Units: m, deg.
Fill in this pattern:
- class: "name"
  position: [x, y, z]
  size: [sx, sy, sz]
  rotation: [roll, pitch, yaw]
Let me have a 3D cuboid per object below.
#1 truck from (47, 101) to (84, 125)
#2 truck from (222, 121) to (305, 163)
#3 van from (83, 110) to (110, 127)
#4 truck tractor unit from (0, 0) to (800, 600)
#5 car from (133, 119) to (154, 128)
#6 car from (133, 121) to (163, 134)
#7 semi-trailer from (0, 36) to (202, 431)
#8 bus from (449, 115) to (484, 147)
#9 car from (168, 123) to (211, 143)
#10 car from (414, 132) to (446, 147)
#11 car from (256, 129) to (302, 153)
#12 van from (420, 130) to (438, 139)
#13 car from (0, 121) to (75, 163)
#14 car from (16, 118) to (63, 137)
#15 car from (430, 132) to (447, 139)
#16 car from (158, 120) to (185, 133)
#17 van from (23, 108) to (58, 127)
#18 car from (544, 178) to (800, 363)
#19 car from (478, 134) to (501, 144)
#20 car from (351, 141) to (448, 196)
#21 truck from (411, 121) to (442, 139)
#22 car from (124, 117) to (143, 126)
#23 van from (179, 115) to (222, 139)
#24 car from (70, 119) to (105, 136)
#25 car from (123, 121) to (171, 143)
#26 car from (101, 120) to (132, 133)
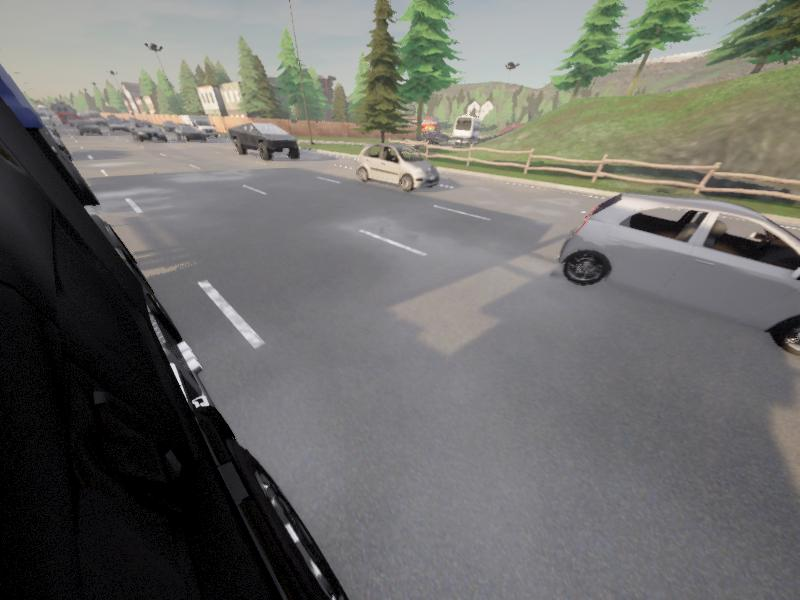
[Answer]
- class: "truck"
  position: [-73.356, -40.938, 50.673]
  size: [8.468, 3.827, 2.891]
  rotation: [28, 44, 30]
- class: "truck"
  position: [-10.009, -11.631, 16.868]
  size: [6.274, 2.098, 2.390]
  rotation: [28, 44, 30]
- class: "van"
  position: [-62.663, -37.415, 47.678]
  size: [5.915, 2.561, 1.988]
  rotation: [28, 44, 30]
- class: "truck tractor unit"
  position: [-2.645, -0.295, 0.352]
  size: [6.516, 4.208, 3.053]
  rotation: [28, 44, 30]
- class: "car"
  position: [-58.322, -40.087, 52.520]
  size: [5.357, 1.411, 2.033]
  rotation: [28, 44, 30]
- class: "car"
  position: [-40.645, -27.827, 37.220]
  size: [5.357, 1.411, 2.033]
  rotation: [28, 44, 30]
- class: "semi-trailer"
  position: [-8.744, -3.567, 4.192]
  size: [14.254, 4.402, 2.717]
  rotation: [28, 43, 29]
- class: "bus"
  position: [12.925, -32.411, 44.398]
  size: [3.944, 4.253, 10.273]
  rotation: [16, 39, 17]
- class: "car"
  position: [-23.776, -18.853, 26.056]
  size: [5.238, 1.638, 1.930]
  rotation: [28, 44, 30]
- class: "car"
  position: [4.705, -25.296, 36.387]
  size: [4.553, 1.767, 2.097]
  rotation: [-20, 42, -27]
- class: "car"
  position: [-11.248, -14.839, 21.503]
  size: [3.988, 1.617, 1.851]
  rotation: [28, 44, 30]
- class: "van"
  position: [7.907, -45.596, 63.649]
  size: [4.442, 1.987, 1.775]
  rotation: [28, 44, 30]
- class: "car"
  position: [-20.976, -9.107, 13.182]
  size: [5.027, 1.651, 2.152]
  rotation: [28, 44, 30]
- class: "car"
  position: [-39.051, -18.773, 25.109]
  size: [4.792, 1.488, 2.163]
  rotation: [28, 44, 30]
- class: "car"
  position: [12.012, -51.463, 72.112]
  size: [4.974, 1.542, 2.038]
  rotation: [28, 44, 30]
- class: "car"
  position: [-39.996, -30.322, 40.401]
  size: [5.238, 1.638, 1.930]
  rotation: [28, 44, 30]
- class: "van"
  position: [-63.254, -32.184, 40.755]
  size: [6.366, 2.431, 2.351]
  rotation: [28, 44, 30]
- class: "car"
  position: [4.767, -0.705, 3.633]
  size: [3.633, 1.501, 1.845]
  rotation: [28, 44, 30]
- class: "car"
  position: [22.361, -40.342, 57.906]
  size: [4.611, 1.667, 2.242]
  rotation: [28, 44, 30]
- class: "car"
  position: [-0.153, -6.124, 10.525]
  size: [3.988, 1.617, 1.851]
  rotation: [28, 44, 30]
- class: "truck"
  position: [7.555, -49.298, 67.048]
  size: [8.468, 3.827, 2.891]
  rotation: [28, 44, 30]
- class: "car"
  position: [-66.950, -44.887, 58.088]
  size: [4.553, 1.767, 2.097]
  rotation: [28, 44, 30]
- class: "van"
  position: [-27.806, -24.085, 32.157]
  size: [6.366, 2.431, 2.351]
  rotation: [28, 44, 30]
- class: "car"
  position: [-38.328, -21.133, 28.310]
  size: [4.892, 1.490, 1.837]
  rotation: [28, 44, 30]
- class: "car"
  position: [-26.426, -17.544, 24.110]
  size: [4.611, 1.667, 2.242]
  rotation: [28, 44, 30]
- class: "car"
  position: [-43.386, -26.557, 35.342]
  size: [5.357, 1.411, 2.033]
  rotation: [28, 44, 30]
